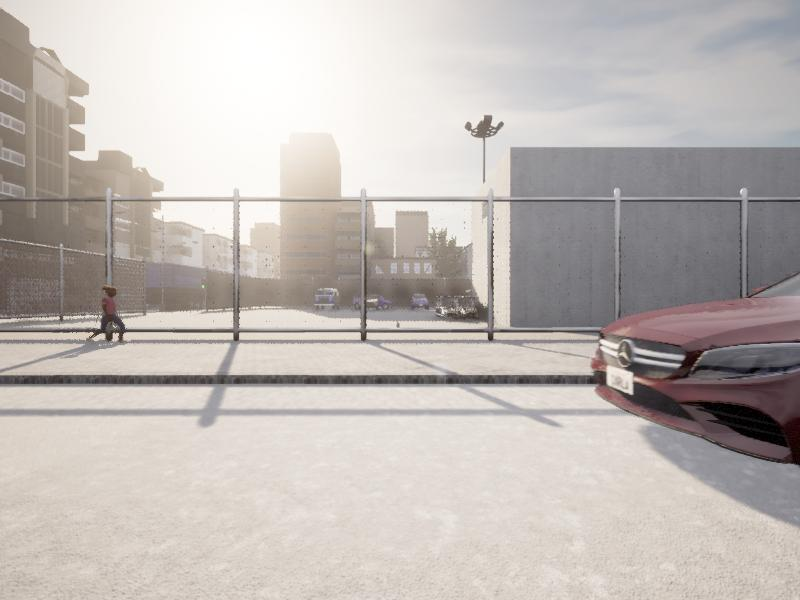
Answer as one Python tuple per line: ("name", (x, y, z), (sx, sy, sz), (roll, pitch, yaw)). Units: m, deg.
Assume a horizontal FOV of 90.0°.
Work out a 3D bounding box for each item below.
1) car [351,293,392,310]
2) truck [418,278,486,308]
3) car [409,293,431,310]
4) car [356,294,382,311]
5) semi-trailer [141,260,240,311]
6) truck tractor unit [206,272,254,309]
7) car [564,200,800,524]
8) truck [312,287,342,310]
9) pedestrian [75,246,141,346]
("car", (-2.600, 0.146, 37.405), (3.705, 1.547, 1.789), (0, 0, 0))
("truck", (6.591, -0.921, 52.016), (8.468, 3.827, 2.891), (0, 0, 0))
("car", (1.852, 0.156, 37.981), (1.845, 1.501, 3.633), (0, 0, 0))
("car", (-2.827, 0.218, 37.564), (2.033, 1.415, 5.357), (0, 0, 0))
("semi-trailer", (-20.700, -1.218, 41.225), (2.717, 4.402, 14.254), (0, 0, 0))
("truck tractor unit", (-20.718, -1.122, 49.137), (3.053, 4.208, 6.516), (0, 0, 0))
("car", (3.813, 0.270, 2.690), (4.674, 1.442, 1.812), (0, 0, 0))
("truck", (-6.788, -0.094, 37.725), (2.069, 2.038, 4.478), (0, 0, 0))
("pedestrian", (-5.727, -0.075, 7.879), (0.751, 1.860, 0.751), (0, 0, 0))
